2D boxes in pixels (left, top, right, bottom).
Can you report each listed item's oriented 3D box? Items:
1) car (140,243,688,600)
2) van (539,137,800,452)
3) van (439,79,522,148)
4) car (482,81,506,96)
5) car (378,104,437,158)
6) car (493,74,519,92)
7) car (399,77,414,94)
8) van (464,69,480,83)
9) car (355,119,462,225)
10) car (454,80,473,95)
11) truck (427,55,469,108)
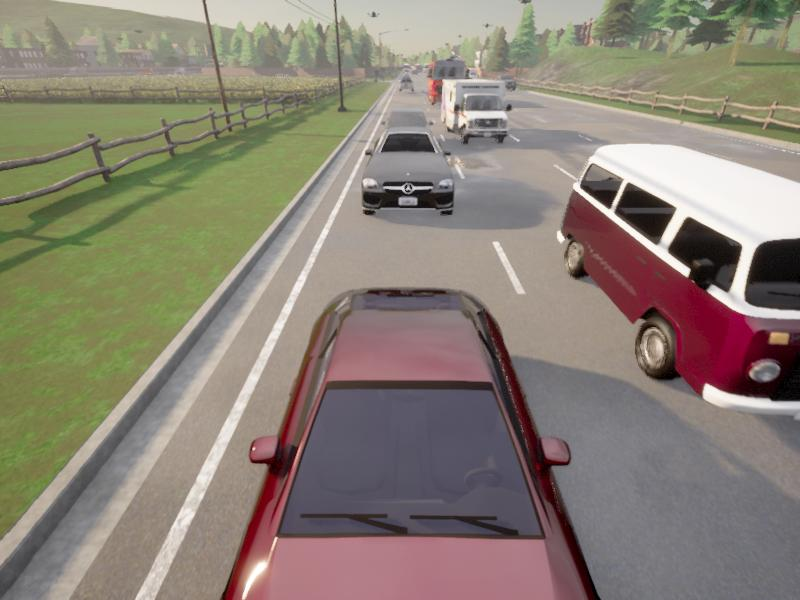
[{"bbox_3d":[0.058,1.033,2.930,1.994,1.385,4.181,0,30,0],"label":"car"},{"bbox_3d":[3.620,-0.623,5.063,2.069,2.038,4.480,0,30,1],"label":"van"},{"bbox_3d":[3.561,-9.219,19.389,2.351,2.431,6.366,-1,30,-3],"label":"van"},{"bbox_3d":[11.303,-25.599,48.374,1.970,1.475,3.806,0,30,1],"label":"car"},{"bbox_3d":[0.307,-7.324,17.078,2.163,1.488,4.792,0,30,1],"label":"car"},{"bbox_3d":[14.937,-30.742,56.617,2.150,2.045,5.566,0,30,1],"label":"car"},{"bbox_3d":[0.865,-28.131,52.300,1.932,1.855,4.605,0,30,1],"label":"car"},{"bbox_3d":[15.409,-48.414,86.473,2.351,2.431,6.366,0,30,1],"label":"van"},{"bbox_3d":[0.207,-3.640,10.636,2.152,1.651,5.027,0,30,1],"label":"car"},{"bbox_3d":[7.822,-26.381,49.656,1.845,1.501,3.633,0,30,1],"label":"car"},{"bbox_3d":[4.120,-20.057,36.550,2.891,3.827,8.468,0,30,1],"label":"truck"}]
